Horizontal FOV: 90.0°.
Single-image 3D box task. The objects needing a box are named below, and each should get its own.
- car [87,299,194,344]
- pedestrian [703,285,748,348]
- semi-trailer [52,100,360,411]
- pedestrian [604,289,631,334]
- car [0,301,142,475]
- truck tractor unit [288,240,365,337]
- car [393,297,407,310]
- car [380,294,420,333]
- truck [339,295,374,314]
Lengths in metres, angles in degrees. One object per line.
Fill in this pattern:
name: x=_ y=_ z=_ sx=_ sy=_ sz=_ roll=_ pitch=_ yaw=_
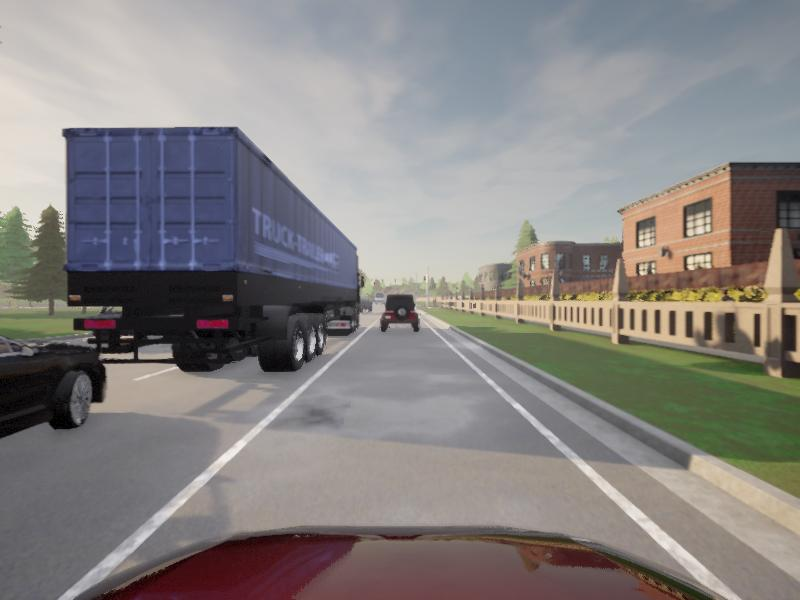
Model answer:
car: x=-10.500 y=0.783 z=16.594 sx=1.851 sy=1.617 sz=3.988 roll=0 pitch=0 yaw=0
pedestrian: x=9.897 y=0.481 z=12.186 sx=0.751 sy=1.860 sz=0.751 roll=0 pitch=0 yaw=0
semi-trailer: x=-3.484 y=-0.621 z=12.803 sx=2.717 sy=4.402 sz=14.254 roll=0 pitch=0 yaw=1
pedestrian: x=9.136 y=0.480 z=16.806 sx=0.751 sy=1.860 sz=0.751 roll=0 pitch=0 yaw=5
car: x=-4.726 y=0.837 z=3.382 sx=2.128 sy=1.511 sz=4.902 roll=2 pitch=1 yaw=-4
truck tractor unit: x=-3.477 y=-0.529 z=20.713 sx=3.053 sy=4.208 sz=6.516 roll=0 pitch=0 yaw=-3
car: x=-0.010 y=0.550 z=63.982 sx=2.150 sy=2.045 sz=5.566 roll=0 pitch=0 yaw=0
car: x=-0.003 y=0.640 z=21.260 sx=1.905 sy=1.878 sz=3.866 roll=0 pitch=0 yaw=0
truck: x=-5.040 y=0.528 z=47.994 sx=2.390 sy=2.098 sz=6.274 roll=0 pitch=0 yaw=11
